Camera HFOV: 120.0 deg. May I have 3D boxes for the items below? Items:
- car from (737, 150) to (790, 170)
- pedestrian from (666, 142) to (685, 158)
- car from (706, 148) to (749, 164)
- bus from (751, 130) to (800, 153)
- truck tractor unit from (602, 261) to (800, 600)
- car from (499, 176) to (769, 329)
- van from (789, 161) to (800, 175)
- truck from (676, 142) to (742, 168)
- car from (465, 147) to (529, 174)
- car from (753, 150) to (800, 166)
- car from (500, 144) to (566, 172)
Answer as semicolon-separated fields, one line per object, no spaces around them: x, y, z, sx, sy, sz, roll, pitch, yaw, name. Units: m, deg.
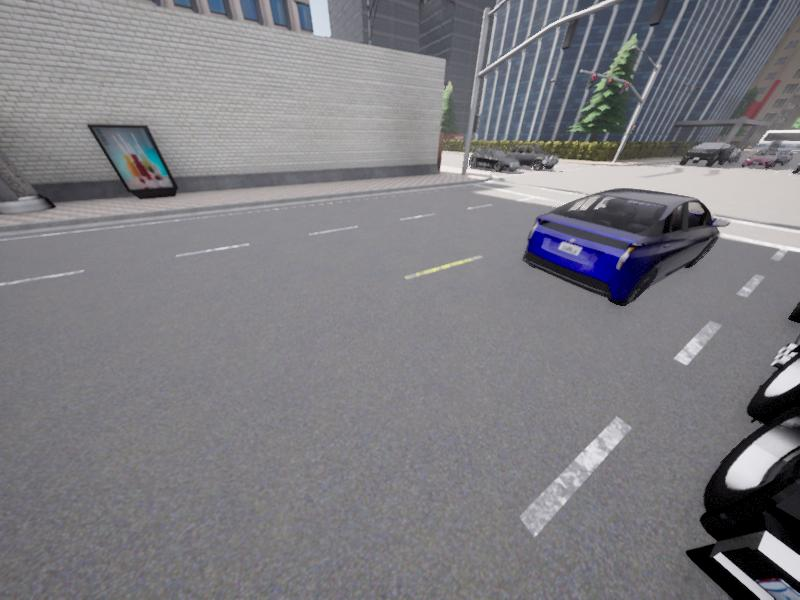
35.931;-13.940;22.847;4.193;1.474;1.816;-18;39;-24;car
38.937;-21.272;32.658;0.751;1.860;0.751;-18;39;-24;pedestrian
39.431;-17.400;27.827;4.674;1.442;1.812;-18;39;-24;car
91.039;-36.484;53.103;3.944;4.253;10.273;-18;39;-24;bus
5.104;-0.309;0.778;6.516;4.208;3.053;-19;39;-24;truck tractor unit
4.533;-1.345;4.595;4.514;1.525;2.007;-18;39;-24;car
35.443;-11.863;18.964;5.915;2.561;1.988;-18;39;-24;van
32.626;-15.437;24.402;6.274;2.098;2.390;-18;39;-24;truck
8.136;-12.188;20.052;2.033;1.649;4.856;-15;38;-21;car
41.987;-15.888;25.767;4.181;1.385;1.994;-19;39;-25;car
11.824;-12.972;20.985;1.932;1.855;4.605;-18;39;-24;car
